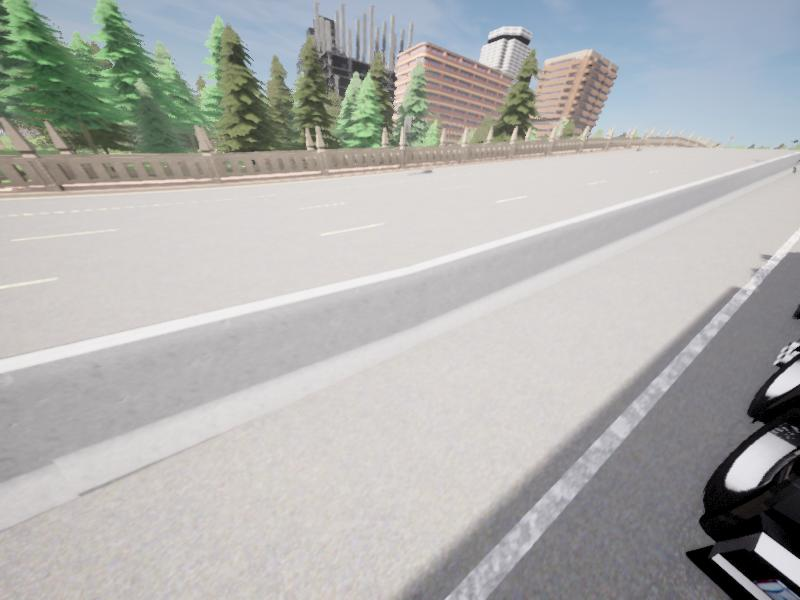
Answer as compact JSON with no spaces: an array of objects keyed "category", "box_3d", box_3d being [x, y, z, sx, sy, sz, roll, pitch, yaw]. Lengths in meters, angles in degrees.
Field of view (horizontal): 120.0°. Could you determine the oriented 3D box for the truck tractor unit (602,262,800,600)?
[{"category":"truck tractor unit","box_3d":[5.084,-0.334,0.761,6.516,4.208,3.053,-19,39,-24]}]
